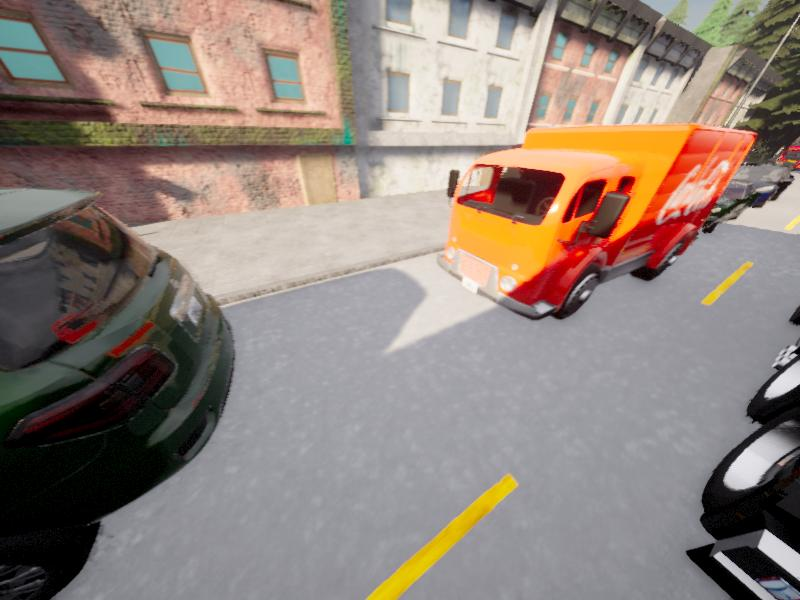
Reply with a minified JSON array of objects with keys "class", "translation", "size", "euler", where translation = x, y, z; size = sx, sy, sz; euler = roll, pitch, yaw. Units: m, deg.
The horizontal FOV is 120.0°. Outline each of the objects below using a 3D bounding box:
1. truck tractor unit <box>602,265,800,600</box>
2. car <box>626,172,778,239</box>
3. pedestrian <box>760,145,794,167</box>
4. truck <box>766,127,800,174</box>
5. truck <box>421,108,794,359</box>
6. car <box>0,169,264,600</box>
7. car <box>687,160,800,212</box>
[{"class":"truck tractor unit","translation":[5.114,-0.298,0.784],"size":[6.516,4.208,3.053],"euler":[-18,39,-24]},{"class":"car","translation":[10.271,-3.407,7.861],"size":[4.718,1.301,1.895],"euler":[-18,39,-25]},{"class":"pedestrian","translation":[38.831,-14.823,23.809],"size":[0.751,1.860,0.751],"euler":[13,37,18]},{"class":"truck","translation":[38.814,-12.597,19.115],"size":[8.468,3.827,2.891],"euler":[7,35,10]},{"class":"truck","translation":[3.360,-1.650,4.244],"size":[5.204,2.467,2.627],"euler":[-18,39,-24]},{"class":"car","translation":[-4.025,0.918,0.858],"size":[5.566,2.045,2.150],"euler":[-18,39,-25]},{"class":"car","translation":[16.002,-5.351,10.544],"size":[4.792,1.488,2.163],"euler":[-18,39,-24]}]
